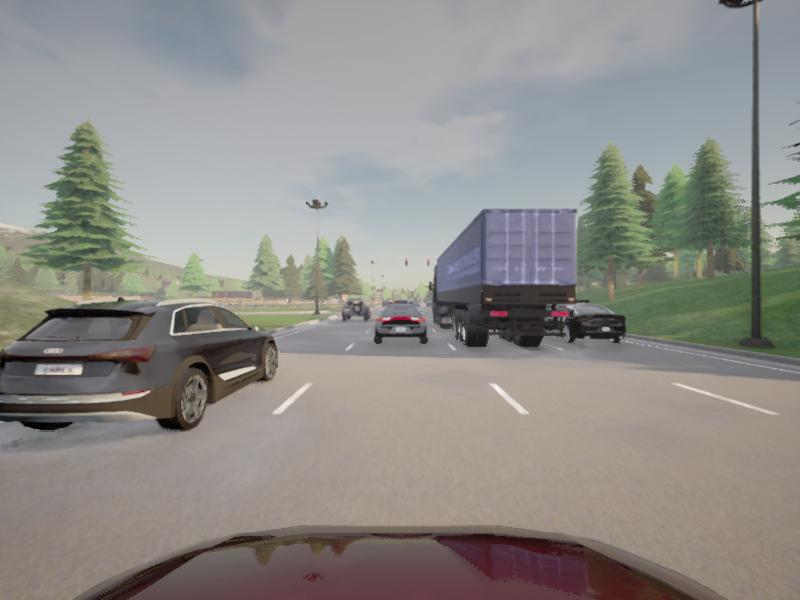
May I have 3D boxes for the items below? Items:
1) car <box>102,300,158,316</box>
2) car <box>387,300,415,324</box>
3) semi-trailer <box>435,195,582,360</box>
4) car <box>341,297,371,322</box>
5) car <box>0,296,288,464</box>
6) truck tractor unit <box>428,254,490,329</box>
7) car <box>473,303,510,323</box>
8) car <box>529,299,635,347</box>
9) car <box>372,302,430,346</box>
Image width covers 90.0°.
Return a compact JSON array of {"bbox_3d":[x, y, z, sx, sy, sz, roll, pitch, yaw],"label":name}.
[{"bbox_3d":[-29.214,0.836,43.400,4.611,1.667,2.242,0,0,4],"label":"car"},{"bbox_3d":[0.070,0.828,30.351,1.930,1.638,5.238,0,0,0],"label":"car"},{"bbox_3d":[3.517,-0.584,17.817,2.717,4.402,14.254,0,0,0],"label":"semi-trailer"},{"bbox_3d":[-3.426,0.712,31.895,1.932,1.855,4.605,0,0,0],"label":"car"},{"bbox_3d":[-3.489,0.789,6.345,2.033,1.649,4.856,0,0,0],"label":"car"},{"bbox_3d":[3.535,-0.473,25.728,3.053,4.208,6.516,0,0,0],"label":"truck tractor unit"},{"bbox_3d":[7.074,0.929,31.394,1.812,1.442,4.674,0,0,0],"label":"car"},{"bbox_3d":[7.036,0.802,16.243,1.930,1.638,5.238,0,0,0],"label":"car"},{"bbox_3d":[0.037,0.856,16.595,2.038,1.542,4.974,0,0,0],"label":"car"}]
